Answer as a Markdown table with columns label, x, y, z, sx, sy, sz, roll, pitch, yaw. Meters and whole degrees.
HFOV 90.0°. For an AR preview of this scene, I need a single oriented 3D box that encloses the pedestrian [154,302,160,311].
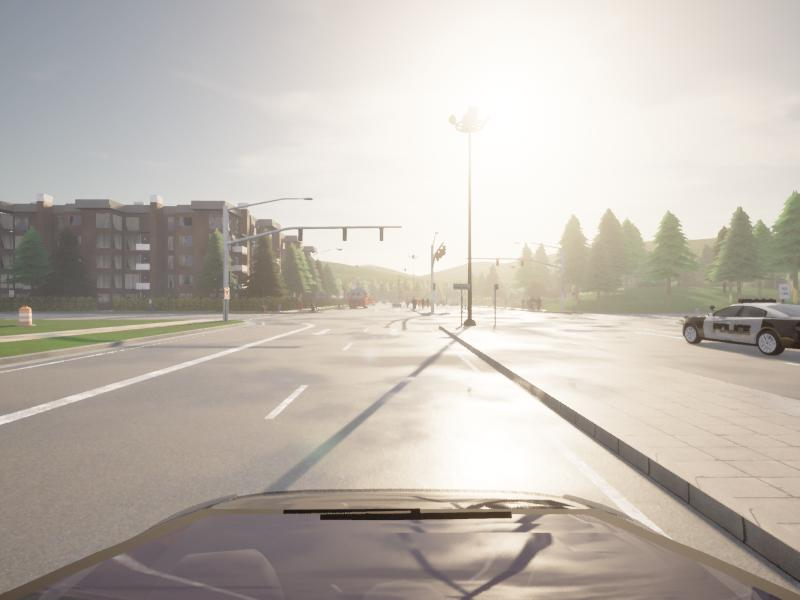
| label | x | y | z | sx | sy | sz | roll | pitch | yaw |
| --- | --- | --- | --- | --- | --- | --- | --- | --- | --- |
| pedestrian | -30.844 | 0.865 | 50.713 | 0.500 | 1.100 | 0.500 | 0 | 0 | 25 |

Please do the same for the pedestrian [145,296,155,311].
| label | x | y | z | sx | sy | sz | roll | pitch | yaw |
| --- | --- | --- | --- | --- | --- | --- | --- | --- | --- |
| pedestrian | -31.276 | 0.485 | 50.140 | 0.751 | 1.860 | 0.751 | 0 | 0 | 15 |

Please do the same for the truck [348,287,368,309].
| label | x | y | z | sx | sy | sz | roll | pitch | yaw |
| --- | --- | --- | --- | --- | --- | --- | --- | --- | --- |
| truck | -7.455 | -0.325 | 72.294 | 2.891 | 3.827 | 8.468 | 0 | 0 | -1 |

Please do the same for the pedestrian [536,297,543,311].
| label | x | y | z | sx | sy | sz | roll | pitch | yaw |
| --- | --- | --- | --- | --- | --- | --- | --- | --- | --- |
| pedestrian | 18.564 | 0.473 | 53.312 | 0.751 | 1.860 | 0.751 | 0 | 0 | 10 |

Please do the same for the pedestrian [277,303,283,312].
| label | x | y | z | sx | sy | sz | roll | pitch | yaw |
| --- | --- | --- | --- | --- | --- | --- | --- | --- | --- |
| pedestrian | -13.870 | 0.865 | 46.177 | 0.500 | 1.100 | 0.500 | 0 | 0 | 6 |

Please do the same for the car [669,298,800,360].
| label | x | y | z | sx | sy | sz | roll | pitch | yaw |
| --- | --- | --- | --- | --- | --- | --- | --- | --- | --- |
| car | 11.476 | 0.771 | 13.033 | 1.930 | 1.638 | 5.238 | 0 | 0 | 0 |

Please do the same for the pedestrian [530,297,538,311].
| label | x | y | z | sx | sy | sz | roll | pitch | yaw |
| --- | --- | --- | --- | --- | --- | --- | --- | --- | --- |
| pedestrian | 17.920 | 0.473 | 53.454 | 0.751 | 1.860 | 0.751 | 0 | 0 | -42 |

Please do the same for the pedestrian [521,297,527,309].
| label | x | y | z | sx | sy | sz | roll | pitch | yaw |
| --- | --- | --- | --- | --- | --- | --- | --- | --- | --- |
| pedestrian | 19.062 | 0.473 | 61.691 | 0.751 | 1.860 | 0.751 | 0 | 0 | 8 |

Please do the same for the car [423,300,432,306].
| label | x | y | z | sx | sy | sz | roll | pitch | yaw |
| --- | --- | --- | --- | --- | --- | --- | --- | --- | --- |
| car | 7.006 | 0.720 | 103.468 | 1.930 | 1.638 | 5.238 | 0 | 0 | -2 |
